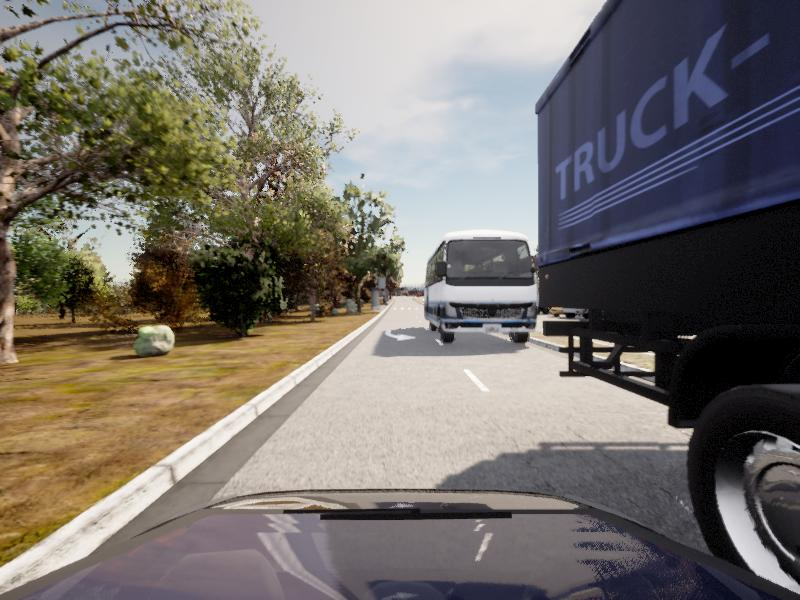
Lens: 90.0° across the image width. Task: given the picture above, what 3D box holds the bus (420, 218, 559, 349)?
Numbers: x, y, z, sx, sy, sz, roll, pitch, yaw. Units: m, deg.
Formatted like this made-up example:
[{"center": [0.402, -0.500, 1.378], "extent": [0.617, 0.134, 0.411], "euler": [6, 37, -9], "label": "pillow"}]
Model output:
[{"center": [3.142, -0.504, 18.104], "extent": [3.944, 4.253, 10.273], "euler": [0, 0, 0], "label": "bus"}]
